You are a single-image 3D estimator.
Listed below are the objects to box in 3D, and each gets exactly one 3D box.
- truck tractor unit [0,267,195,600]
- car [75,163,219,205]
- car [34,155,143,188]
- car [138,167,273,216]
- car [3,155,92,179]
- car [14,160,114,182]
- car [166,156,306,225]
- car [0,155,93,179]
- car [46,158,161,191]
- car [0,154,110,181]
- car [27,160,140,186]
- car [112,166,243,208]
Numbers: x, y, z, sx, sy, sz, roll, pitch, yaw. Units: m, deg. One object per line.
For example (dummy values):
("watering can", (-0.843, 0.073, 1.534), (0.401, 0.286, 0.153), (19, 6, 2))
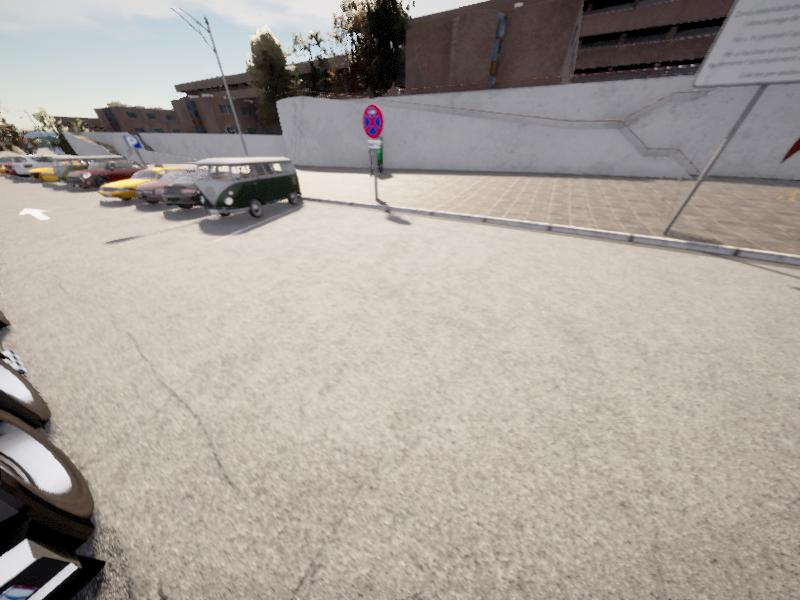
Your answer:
("truck tractor unit", (-5.116, -0.290, 0.812), (6.516, 4.208, 3.053), (18, 37, 25))
("car", (-13.841, -6.880, 13.355), (1.946, 1.575, 5.366), (5, 33, 8))
("car", (-24.167, -10.266, 18.297), (1.878, 1.987, 4.442), (5, 33, 8))
("car", (-8.648, -5.362, 11.027), (2.002, 1.452, 4.674), (5, 33, 9))
("car", (-37.090, -14.198, 24.567), (1.878, 1.987, 4.442), (5, 33, 9))
("car", (-31.900, -12.509, 22.276), (2.097, 1.535, 5.008), (5, 33, 8))
("car", (-6.077, -4.732, 9.535), (1.878, 1.987, 4.442), (5, 33, 8))
("car", (-39.654, -15.039, 25.886), (2.435, 2.045, 5.566), (5, 33, 9))
("car", (-21.559, -9.471, 17.222), (2.185, 1.767, 4.553), (5, 33, 8))
("car", (-34.488, -13.518, 23.414), (2.435, 2.045, 5.566), (5, 33, 9))
("car", (-26.708, -11.032, 19.920), (1.946, 1.575, 5.366), (5, 33, 9))
("car", (-11.225, -6.154, 12.282), (2.002, 1.452, 4.674), (5, 33, 8))
